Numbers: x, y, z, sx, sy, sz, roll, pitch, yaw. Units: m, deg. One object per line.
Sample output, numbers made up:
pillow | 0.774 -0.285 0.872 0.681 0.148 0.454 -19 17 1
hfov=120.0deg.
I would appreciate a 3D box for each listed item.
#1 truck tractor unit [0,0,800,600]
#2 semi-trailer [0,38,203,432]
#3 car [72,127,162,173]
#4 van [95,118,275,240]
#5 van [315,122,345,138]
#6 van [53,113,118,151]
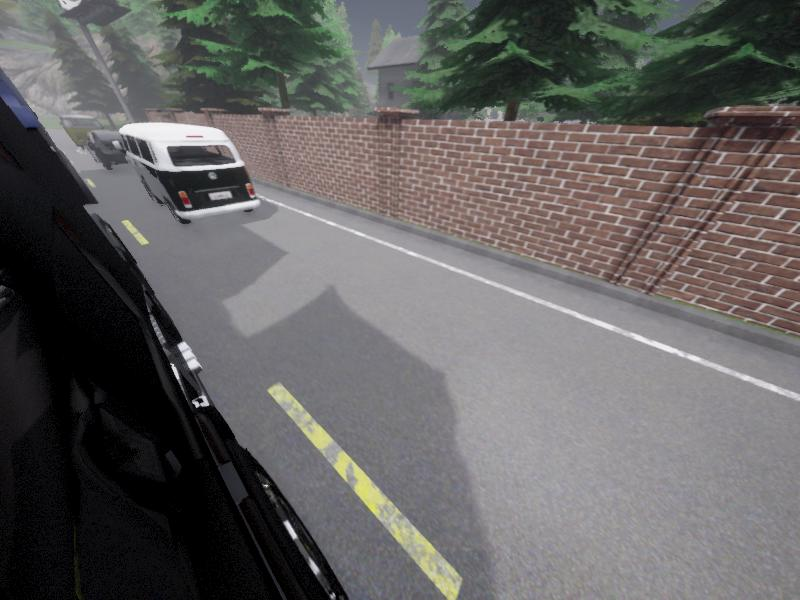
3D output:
truck tractor unit | -2.645 -0.295 0.351 6.516 4.208 3.053 28 44 30
semi-trailer | -8.749 -3.572 4.173 14.254 4.402 2.717 28 44 29
car | -14.591 -7.817 11.890 4.892 1.490 1.837 27 43 28
van | -5.820 -3.554 6.315 4.480 2.038 2.069 29 44 30
van | -12.030 -29.512 40.125 2.069 2.038 4.480 26 43 28
van | -23.038 -12.320 16.927 4.442 1.987 1.775 27 43 28
